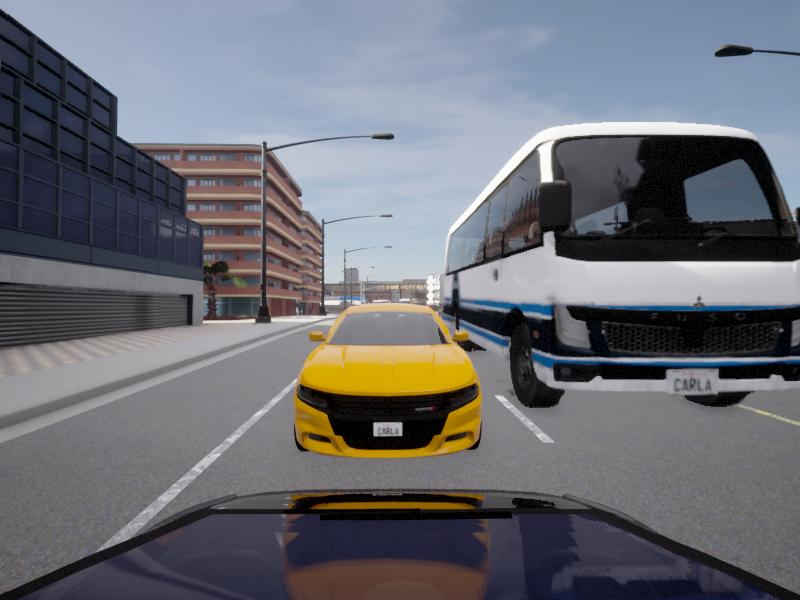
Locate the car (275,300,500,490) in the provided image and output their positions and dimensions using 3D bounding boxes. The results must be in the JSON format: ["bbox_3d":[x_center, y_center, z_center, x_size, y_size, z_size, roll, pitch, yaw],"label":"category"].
[{"bbox_3d":[-0.158,0.790,5.854,1.882,1.535,5.008,0,1,-1],"label":"car"}]

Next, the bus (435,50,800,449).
[{"bbox_3d":[3.381,-0.606,9.447,3.944,4.253,10.273,0,1,-1],"label":"bus"}]

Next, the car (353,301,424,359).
[{"bbox_3d":[-0.325,0.768,12.619,1.812,1.442,4.674,0,1,-1],"label":"car"}]
